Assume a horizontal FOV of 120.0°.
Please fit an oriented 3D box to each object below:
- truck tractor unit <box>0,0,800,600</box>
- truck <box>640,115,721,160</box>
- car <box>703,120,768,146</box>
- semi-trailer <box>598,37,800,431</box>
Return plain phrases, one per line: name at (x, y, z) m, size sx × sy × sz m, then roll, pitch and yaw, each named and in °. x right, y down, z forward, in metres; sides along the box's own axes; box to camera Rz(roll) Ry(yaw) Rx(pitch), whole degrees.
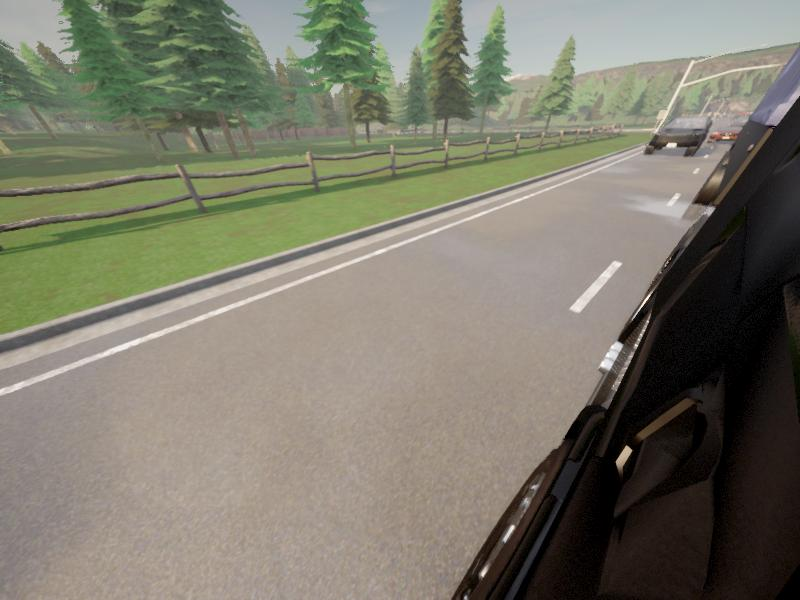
truck tractor unit at (2.645, -0.295, 0.351) m, size 6.516 × 4.208 × 3.053 m, roll -28°, pitch 44°, yaw -30°
truck at (19.352, -11.283, 15.892) m, size 6.274 × 2.098 × 2.390 m, roll -29°, pitch 45°, yaw -31°
car at (30.321, -15.163, 20.895) m, size 5.027 × 1.651 × 2.152 m, roll -22°, pitch 41°, yaw -25°
semi-trailer at (8.669, -3.603, 4.286) m, size 14.254 × 4.402 × 2.717 m, roll -28°, pitch 44°, yaw -30°
